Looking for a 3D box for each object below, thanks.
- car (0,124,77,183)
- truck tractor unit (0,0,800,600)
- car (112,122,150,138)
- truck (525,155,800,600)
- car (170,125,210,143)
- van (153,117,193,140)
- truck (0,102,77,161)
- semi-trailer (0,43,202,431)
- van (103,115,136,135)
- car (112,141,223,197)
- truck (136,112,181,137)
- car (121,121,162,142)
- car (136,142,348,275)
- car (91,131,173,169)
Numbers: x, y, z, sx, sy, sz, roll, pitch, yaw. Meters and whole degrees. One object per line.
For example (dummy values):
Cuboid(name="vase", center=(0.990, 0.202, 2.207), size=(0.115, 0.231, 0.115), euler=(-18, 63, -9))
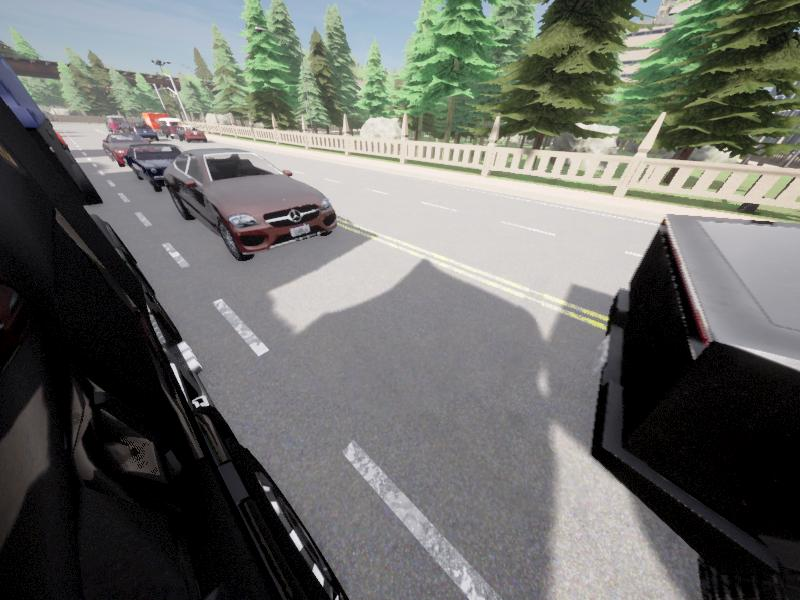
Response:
Cuboid(name="car", center=(-16.092, -6.417, 9.863), size=(5.238, 1.638, 1.930), euler=(28, 44, 30))
Cuboid(name="truck tractor unit", center=(-2.645, -0.295, 0.351), size=(6.516, 4.208, 3.053), euler=(28, 44, 30))
Cuboid(name="car", center=(-32.864, -20.750, 28.179), size=(5.357, 1.411, 2.033), euler=(28, 44, 30))
Cuboid(name="truck", center=(4.106, 1.436, 0.223), size=(6.274, 2.098, 2.390), euler=(28, 44, 30))
Cuboid(name="car", center=(-23.140, -18.331, 25.480), size=(3.806, 1.475, 1.970), euler=(28, 44, 30))
Cuboid(name="van", center=(-27.910, -21.108, 28.425), size=(4.480, 2.038, 2.069), euler=(28, 44, 30))
Cuboid(name="truck", center=(-21.901, -9.862, 13.397), size=(5.204, 2.467, 2.627), euler=(28, 44, 30))
Cuboid(name="semi-trailer", center=(-8.696, -3.606, 4.230), size=(14.254, 4.402, 2.717), euler=(28, 44, 30))
Cuboid(name="van", center=(-38.288, -23.886, 31.540), size=(4.442, 1.987, 1.775), euler=(28, 44, 30))
Cuboid(name="car", center=(-9.291, -5.386, 9.181), size=(4.718, 1.301, 1.895), euler=(28, 44, 30))
Cuboid(name="truck", center=(-33.208, -24.114, 31.757), size=(5.204, 2.467, 2.627), euler=(28, 44, 30))
Cuboid(name="car", center=(-27.691, -18.075, 24.747), size=(3.988, 1.617, 1.851), euler=(28, 44, 30))
Cuboid(name="car", center=(-3.819, -2.598, 5.522), size=(5.027, 1.651, 2.152), euler=(28, 44, 30))
Cuboid(name="car", center=(-14.742, -8.318, 12.704), size=(4.181, 1.385, 1.994), euler=(27, 43, 29))
